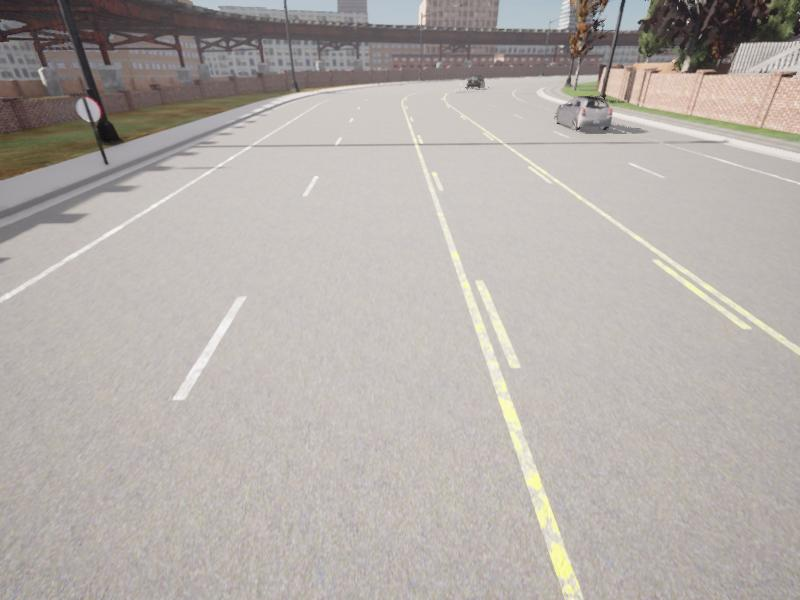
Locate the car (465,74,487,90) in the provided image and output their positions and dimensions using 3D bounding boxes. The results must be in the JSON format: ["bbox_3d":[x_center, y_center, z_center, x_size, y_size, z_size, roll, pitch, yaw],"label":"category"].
[{"bbox_3d":[9.627,-27.461,50.352,1.789,1.549,3.705,12,33,20],"label":"car"}]

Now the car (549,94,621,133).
[{"bbox_3d":[9.438,-9.743,20.763,1.845,1.501,3.633,-1,31,-1],"label":"car"}]
